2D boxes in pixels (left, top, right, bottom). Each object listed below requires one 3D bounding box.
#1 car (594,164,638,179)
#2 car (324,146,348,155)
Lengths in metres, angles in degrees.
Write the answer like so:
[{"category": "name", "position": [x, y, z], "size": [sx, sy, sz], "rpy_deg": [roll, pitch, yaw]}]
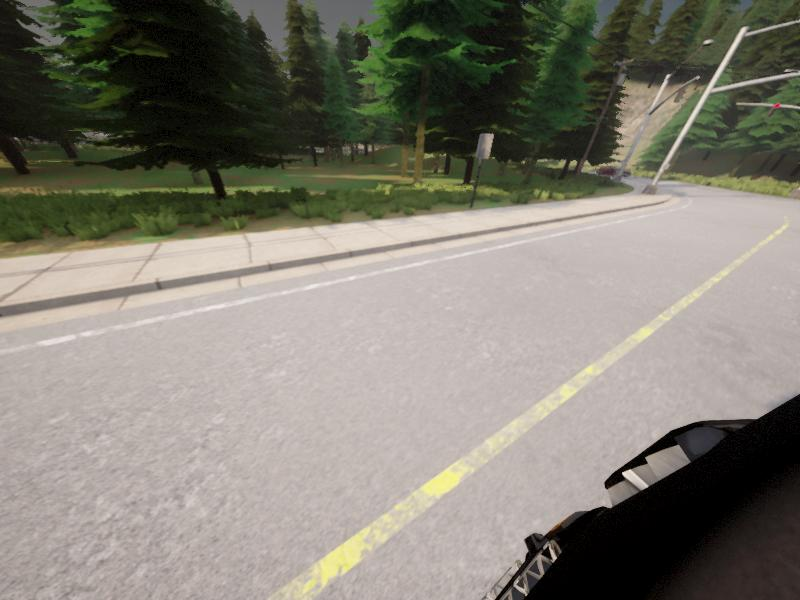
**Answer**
[{"category": "car", "position": [29.241, -17.541, 31.439], "size": [1.994, 1.385, 4.181], "rpy_deg": [1, 34, -3]}, {"category": "car", "position": [-14.718, -34.493, 53.458], "size": [4.902, 1.511, 2.128], "rpy_deg": [-15, 38, -25]}]
